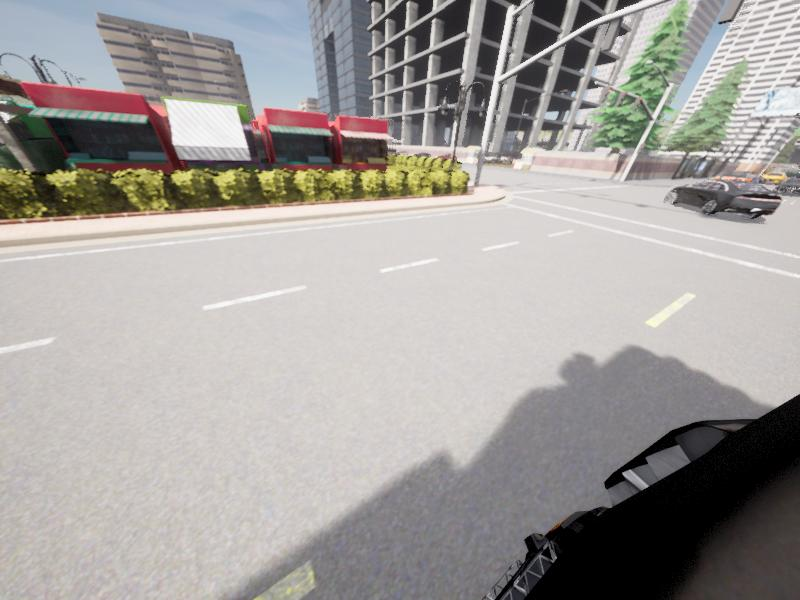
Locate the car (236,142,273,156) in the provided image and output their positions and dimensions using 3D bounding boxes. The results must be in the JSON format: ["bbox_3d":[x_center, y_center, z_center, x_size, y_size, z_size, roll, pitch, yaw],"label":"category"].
[{"bbox_3d":[-22.874,-23.803,36.391,4.611,1.667,2.242,-16,38,-26],"label":"car"}]

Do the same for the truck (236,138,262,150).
[{"bbox_3d":[-34.051,-35.223,52.257,4.478,2.038,2.069,-16,38,-26],"label":"truck"}]

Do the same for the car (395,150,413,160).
[{"bbox_3d":[0.717,-29.017,46.263,1.789,1.549,3.705,-16,38,-26],"label":"car"}]

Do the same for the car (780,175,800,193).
[{"bbox_3d":[42.864,-12.260,24.443,4.892,1.490,1.837,-16,38,-26],"label":"car"}]

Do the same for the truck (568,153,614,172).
[{"bbox_3d":[33.505,-24.361,40.786,2.615,2.467,5.204,-16,38,-26],"label":"truck"}]

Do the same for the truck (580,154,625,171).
[{"bbox_3d":[37.238,-25.414,42.666,2.615,2.467,5.204,-16,38,-26],"label":"truck"}]

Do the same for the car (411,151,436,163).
[{"bbox_3d":[4.112,-25.660,41.480,1.882,1.535,5.008,-16,38,-26],"label":"car"}]

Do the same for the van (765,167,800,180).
[{"bbox_3d":[81.131,-26.402,48.309,1.775,1.987,4.442,-15,38,-26],"label":"van"}]

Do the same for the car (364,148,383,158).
[{"bbox_3d":[-5.803,-31.625,49.624,2.152,1.651,5.027,-16,38,-26],"label":"car"}]

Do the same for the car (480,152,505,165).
[{"bbox_3d":[17.539,-27.068,44.091,1.905,1.878,3.866,-16,38,-26],"label":"car"}]

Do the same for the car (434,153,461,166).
[{"bbox_3d":[7.436,-22.423,36.797,1.851,1.617,3.988,-16,38,-26],"label":"car"}]

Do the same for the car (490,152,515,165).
[{"bbox_3d":[20.086,-27.787,45.374,1.905,1.878,3.866,-16,38,-26],"label":"car"}]

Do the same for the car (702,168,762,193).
[{"bbox_3d":[31.855,-11.519,22.194,4.553,1.767,2.097,-16,38,-26],"label":"car"}]

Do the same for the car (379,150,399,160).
[{"bbox_3d":[-2.178,-27.944,44.586,1.994,1.385,4.181,-16,38,-26],"label":"car"}]

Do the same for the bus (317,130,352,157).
[{"bbox_3d":[-13.965,-33.266,49.080,3.944,4.253,10.273,-16,38,-26],"label":"bus"}]

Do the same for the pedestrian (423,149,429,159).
[{"bbox_3d":[5.444,-30.911,48.894,0.751,1.860,0.751,-16,38,-26],"label":"pedestrian"}]

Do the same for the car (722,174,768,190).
[{"bbox_3d":[37.915,-13.017,25.378,4.718,1.301,1.895,-16,38,-26],"label":"car"}]

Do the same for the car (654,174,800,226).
[{"bbox_3d":[16.263,-5.343,11.898,2.128,1.511,4.902,12,35,13],"label":"car"}]

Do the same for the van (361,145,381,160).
[{"bbox_3d":[-5.446,-27.617,43.228,2.069,2.038,4.480,-16,38,-26],"label":"van"}]

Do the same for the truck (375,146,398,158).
[{"bbox_3d":[-3.171,-33.084,51.598,2.390,2.098,6.274,-16,38,-26],"label":"truck"}]

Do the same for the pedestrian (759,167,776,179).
[{"bbox_3d":[69.126,-23.966,43.494,0.751,1.860,0.751,-12,36,-21],"label":"pedestrian"}]

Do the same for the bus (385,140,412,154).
[{"bbox_3d":[-0.654,-61.136,92.234,10.273,4.253,3.944,-16,38,-26],"label":"bus"}]

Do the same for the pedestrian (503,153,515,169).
[{"bbox_3d":[15.706,-20.042,33.304,0.751,1.860,0.751,-3,34,-8],"label":"pedestrian"}]

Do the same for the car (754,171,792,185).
[{"bbox_3d":[53.465,-17.487,33.113,5.008,1.535,1.882,-16,38,-26],"label":"car"}]

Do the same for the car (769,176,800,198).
[{"bbox_3d":[36.616,-10.502,21.305,4.892,1.490,1.837,-16,38,-26],"label":"car"}]

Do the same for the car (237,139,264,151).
[{"bbox_3d":[-32.556,-33.721,50.281,4.605,1.855,1.932,-16,38,-26],"label":"car"}]
